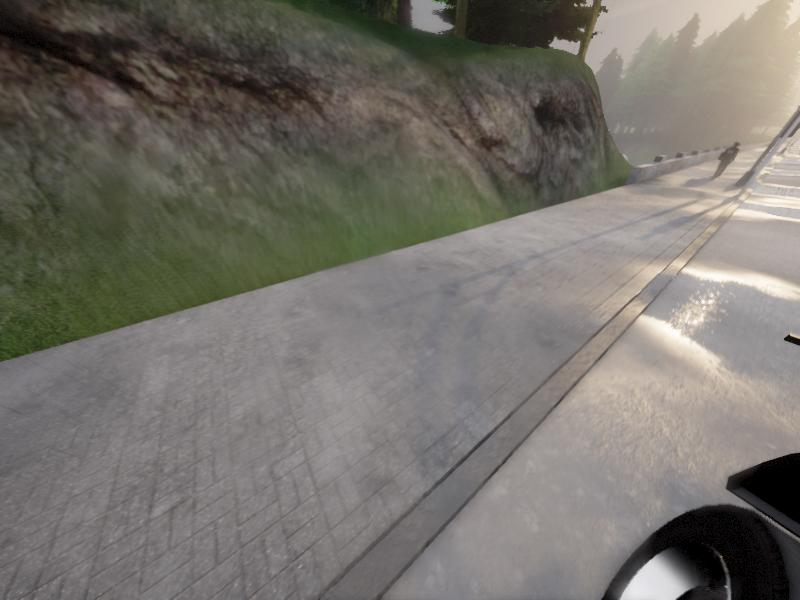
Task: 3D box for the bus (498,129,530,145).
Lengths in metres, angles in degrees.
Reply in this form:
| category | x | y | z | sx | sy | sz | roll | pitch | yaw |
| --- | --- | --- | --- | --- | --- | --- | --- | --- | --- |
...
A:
| category | x | y | z | sx | sy | sz | roll | pitch | yaw |
| --- | --- | --- | --- | --- | --- | --- | --- | --- | --- |
| bus | 38.019 | -54.526 | 77.139 | 10.273 | 4.253 | 3.944 | -22 | 41 | -28 |

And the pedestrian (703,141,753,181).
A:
| category | x | y | z | sx | sy | sz | roll | pitch | yaw |
| --- | --- | --- | --- | --- | --- | --- | --- | --- | --- |
| pedestrian | 18.474 | -7.873 | 13.061 | 0.751 | 1.860 | 0.751 | -20 | 40 | -26 |
